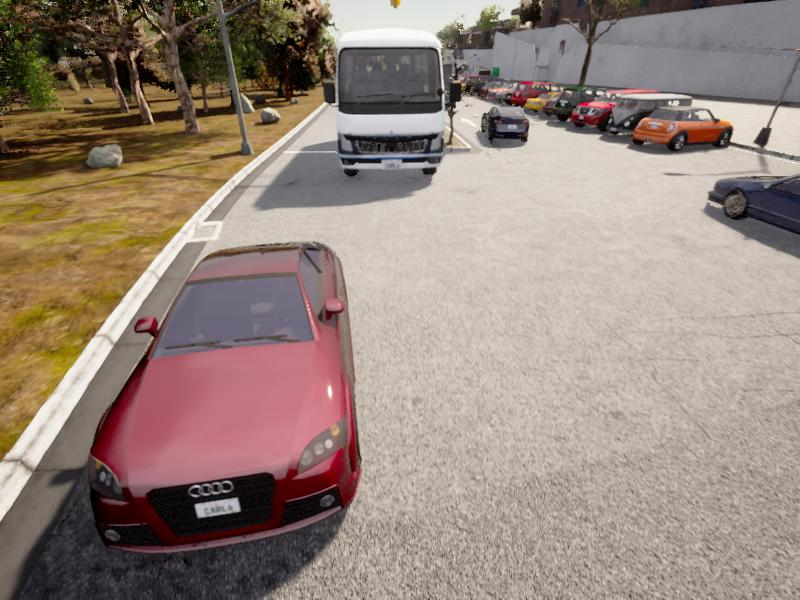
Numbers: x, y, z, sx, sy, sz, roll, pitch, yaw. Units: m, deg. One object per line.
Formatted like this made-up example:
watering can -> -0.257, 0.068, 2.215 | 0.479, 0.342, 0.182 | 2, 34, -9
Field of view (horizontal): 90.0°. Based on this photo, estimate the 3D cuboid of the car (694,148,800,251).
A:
car -> 8.564, -1.728, 7.519 | 2.033, 1.411, 5.357 | -2, 28, -1

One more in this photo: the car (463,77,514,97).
car -> 10.837, -26.333, 49.328 | 5.566, 2.045, 2.435 | -12, 32, -21

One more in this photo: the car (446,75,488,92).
car -> 9.964, -32.325, 59.654 | 5.566, 2.045, 2.435 | -12, 33, -21

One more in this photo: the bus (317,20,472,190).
bus -> -0.403, -7.851, 15.635 | 3.944, 4.253, 10.273 | -2, 30, -3

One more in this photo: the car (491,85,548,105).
car -> 11.646, -20.061, 39.100 | 4.892, 1.521, 2.231 | -12, 33, -21

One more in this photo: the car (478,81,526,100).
car -> 11.196, -23.193, 44.195 | 4.553, 1.767, 2.185 | -12, 32, -21

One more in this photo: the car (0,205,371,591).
car -> -1.552, 0.295, 4.336 | 1.994, 1.385, 4.181 | -6, 30, -7

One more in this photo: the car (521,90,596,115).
car -> 12.424, -15.552, 31.420 | 5.366, 1.575, 1.946 | -12, 32, -21

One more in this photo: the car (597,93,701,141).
car -> 12.913, -9.599, 20.848 | 4.442, 1.987, 1.878 | -12, 33, -20

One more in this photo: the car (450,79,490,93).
car -> 10.022, -30.582, 57.132 | 5.366, 1.575, 1.946 | -12, 33, -21

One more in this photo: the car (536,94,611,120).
car -> 12.448, -13.960, 28.792 | 4.674, 1.452, 2.002 | -12, 32, -21

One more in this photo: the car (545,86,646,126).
car -> 12.677, -12.697, 26.069 | 5.566, 2.045, 2.435 | -12, 32, -21

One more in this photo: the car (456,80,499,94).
car -> 10.566, -29.155, 54.682 | 5.366, 1.575, 1.946 | -12, 32, -21

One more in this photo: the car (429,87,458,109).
car -> 3.810, -18.063, 35.756 | 1.816, 1.474, 4.193 | -2, 30, -3

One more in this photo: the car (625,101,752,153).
car -> 13.145, -8.007, 18.340 | 4.553, 1.767, 2.185 | -12, 32, -20

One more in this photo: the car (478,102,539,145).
car -> 5.438, -9.274, 20.794 | 2.163, 1.488, 4.792 | 2, 31, 3

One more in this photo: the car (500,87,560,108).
car -> 11.869, -18.530, 36.548 | 4.792, 1.488, 2.163 | -12, 32, -21

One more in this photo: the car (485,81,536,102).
car -> 11.464, -21.690, 41.628 | 4.553, 1.767, 2.185 | -12, 33, -21

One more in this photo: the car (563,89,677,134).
car -> 12.816, -11.159, 23.453 | 5.566, 2.045, 2.435 | -12, 33, -21

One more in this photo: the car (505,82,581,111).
car -> 12.079, -17.254, 33.822 | 5.566, 2.045, 2.435 | -12, 33, -21
